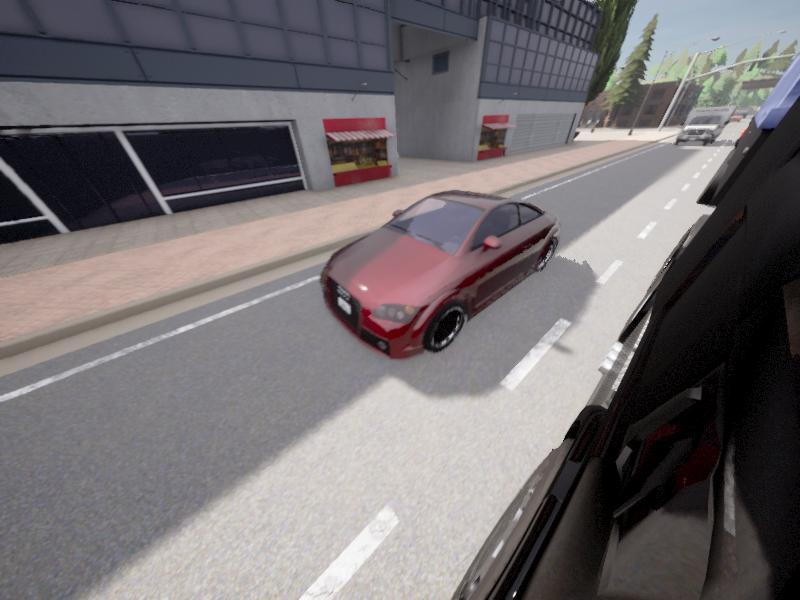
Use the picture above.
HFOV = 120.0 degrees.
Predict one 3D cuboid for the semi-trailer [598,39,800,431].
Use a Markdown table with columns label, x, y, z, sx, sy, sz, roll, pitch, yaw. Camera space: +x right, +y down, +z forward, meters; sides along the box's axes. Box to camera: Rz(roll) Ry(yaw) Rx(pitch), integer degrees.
| label | x | y | z | sx | sy | sz | roll | pitch | yaw |
| --- | --- | --- | --- | --- | --- | --- | --- | --- | --- |
| semi-trailer | 8.689 | -3.621 | 4.224 | 14.254 | 4.402 | 2.717 | -28 | 44 | -30 |

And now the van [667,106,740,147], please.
| label | x | y | z | sx | sy | sz | roll | pitch | yaw |
| --- | --- | --- | --- | --- | --- | --- | --- | --- | --- |
| van | 25.144 | -14.372 | 19.113 | 6.366 | 2.431 | 2.351 | -28 | 44 | -30 |

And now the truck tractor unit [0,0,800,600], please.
| label | x | y | z | sx | sy | sz | roll | pitch | yaw |
| --- | --- | --- | --- | --- | --- | --- | --- | --- | --- |
| truck tractor unit | 2.645 | -0.295 | 0.351 | 6.516 | 4.208 | 3.053 | -28 | 44 | -30 |

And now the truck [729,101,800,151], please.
| label | x | y | z | sx | sy | sz | roll | pitch | yaw |
| --- | --- | --- | --- | --- | --- | --- | --- | --- | --- |
| truck | 25.372 | -11.771 | 15.590 | 5.204 | 2.467 | 2.627 | -28 | 44 | -30 |

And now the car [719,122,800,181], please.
| label | x | y | z | sx | sy | sz | roll | pitch | yaw |
| --- | --- | --- | --- | --- | --- | --- | --- | --- | --- |
| car | 15.846 | -6.328 | 9.647 | 4.611 | 1.667 | 2.242 | -28 | 44 | -30 |

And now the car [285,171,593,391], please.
| label | x | y | z | sx | sy | sz | roll | pitch | yaw |
| --- | --- | --- | --- | --- | --- | --- | --- | --- | --- |
| car | 0.850 | -0.898 | 3.667 | 4.181 | 1.385 | 1.994 | -28 | 44 | -30 |

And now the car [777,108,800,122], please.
| label | x | y | z | sx | sy | sz | roll | pitch | yaw |
| --- | --- | --- | --- | --- | --- | --- | --- | --- | --- |
| car | 74.639 | -35.294 | 43.989 | 5.566 | 2.045 | 2.150 | -28 | 44 | -30 |
